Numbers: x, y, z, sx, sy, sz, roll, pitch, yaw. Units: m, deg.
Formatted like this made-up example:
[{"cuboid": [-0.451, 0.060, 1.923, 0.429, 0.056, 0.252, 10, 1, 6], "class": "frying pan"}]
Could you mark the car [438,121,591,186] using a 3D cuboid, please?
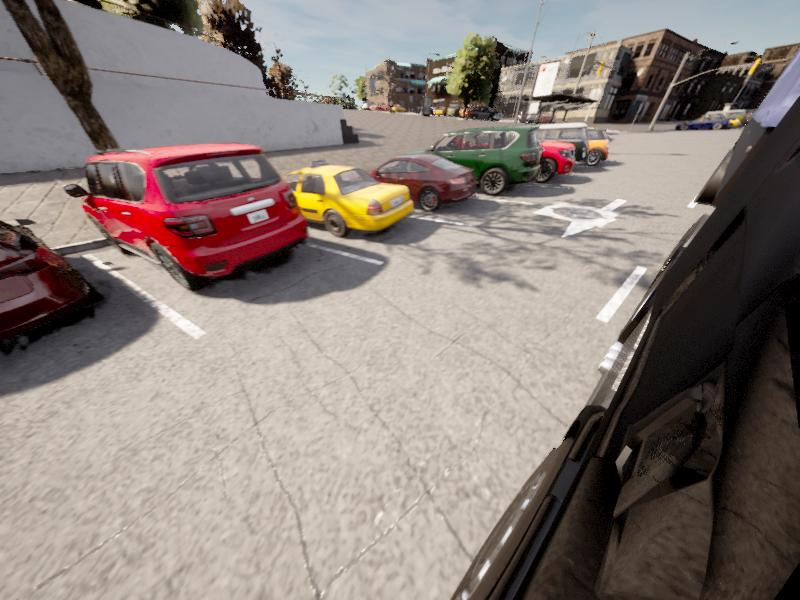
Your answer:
[{"cuboid": [4.872, -6.761, 10.623, 5.566, 2.045, 2.435, 18, 41, 26], "class": "car"}]

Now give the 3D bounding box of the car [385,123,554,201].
[{"cuboid": [2.483, -5.566, 9.177, 5.566, 2.045, 2.435, 18, 41, 26], "class": "car"}]

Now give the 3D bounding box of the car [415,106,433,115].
[{"cuboid": [5.306, -42.381, 51.747, 2.002, 1.452, 4.674, 23, 43, 22], "class": "car"}]

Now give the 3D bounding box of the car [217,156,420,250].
[{"cuboid": [-2.294, -2.991, 6.456, 5.366, 1.575, 1.946, 18, 41, 26], "class": "car"}]

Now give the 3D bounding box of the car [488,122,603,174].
[{"cuboid": [7.289, -7.917, 12.056, 4.442, 1.987, 1.878, 18, 41, 26], "class": "car"}]

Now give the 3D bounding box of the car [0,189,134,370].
[{"cuboid": [-6.798, -0.498, 3.462, 4.792, 1.488, 2.163, 18, 41, 26], "class": "car"}]

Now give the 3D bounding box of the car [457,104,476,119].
[{"cuboid": [12.879, -36.215, 44.514, 1.878, 1.987, 4.442, 23, 43, 21], "class": "car"}]

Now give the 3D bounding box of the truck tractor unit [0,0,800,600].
[{"cuboid": [2.645, -0.295, 0.352, 6.516, 4.208, 3.053, -28, 44, -30], "class": "truck tractor unit"}]

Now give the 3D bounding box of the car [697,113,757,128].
[{"cuboid": [50.255, -27.681, 35.670, 4.892, 1.521, 2.231, 22, 43, 30], "class": "car"}]

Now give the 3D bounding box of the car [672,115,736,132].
[{"cuboid": [40.124, -23.443, 30.732, 4.792, 1.488, 2.163, 21, 43, 29], "class": "car"}]

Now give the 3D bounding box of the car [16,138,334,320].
[{"cuboid": [-4.490, -1.936, 4.768, 5.566, 2.045, 2.435, 18, 41, 26], "class": "car"}]

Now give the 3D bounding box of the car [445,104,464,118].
[{"cuboid": [10.975, -37.794, 46.262, 1.878, 1.987, 4.442, 23, 43, 22], "class": "car"}]

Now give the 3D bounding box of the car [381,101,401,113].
[{"cuboid": [-2.351, -48.855, 58.470, 2.435, 2.045, 5.566, 23, 43, 21], "class": "car"}]

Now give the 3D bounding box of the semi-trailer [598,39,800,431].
[{"cuboid": [8.675, -3.621, 4.252, 14.254, 4.402, 2.717, -28, 44, -30], "class": "semi-trailer"}]

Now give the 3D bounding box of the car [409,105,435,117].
[{"cuboid": [4.333, -37.800, 46.170, 2.128, 1.511, 4.902, -26, 48, -30], "class": "car"}]

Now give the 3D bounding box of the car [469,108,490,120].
[{"cuboid": [14.814, -34.524, 42.990, 2.231, 1.521, 4.892, 23, 43, 22], "class": "car"}]

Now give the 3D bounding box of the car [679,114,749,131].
[{"cuboid": [42.841, -24.403, 31.767, 5.366, 1.575, 1.946, 21, 43, 30], "class": "car"}]

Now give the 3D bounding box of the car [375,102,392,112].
[{"cuboid": [-4.315, -50.330, 60.284, 2.185, 1.767, 4.553, 22, 42, 21], "class": "car"}]

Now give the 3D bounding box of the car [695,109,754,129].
[{"cuboid": [47.810, -26.760, 34.219, 4.442, 1.987, 1.878, 22, 43, 30], "class": "car"}]

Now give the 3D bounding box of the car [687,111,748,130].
[{"cuboid": [45.173, -25.653, 33.084, 4.553, 1.767, 2.185, 22, 43, 30], "class": "car"}]

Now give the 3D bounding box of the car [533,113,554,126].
[{"cuboid": [22.413, -28.195, 36.042, 2.002, 1.452, 4.674, 23, 43, 22], "class": "car"}]

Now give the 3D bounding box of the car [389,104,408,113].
[{"cuboid": [-0.331, -47.213, 57.046, 1.946, 1.575, 5.366, 22, 43, 21], "class": "car"}]

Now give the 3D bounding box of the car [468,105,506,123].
[{"cuboid": [12.764, -27.422, 34.110, 1.932, 1.855, 4.605, -27, 48, -31], "class": "car"}]

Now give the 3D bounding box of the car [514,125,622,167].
[{"cuboid": [9.574, -9.051, 13.596, 4.553, 1.767, 2.185, 18, 42, 26], "class": "car"}]

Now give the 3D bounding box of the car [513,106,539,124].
[{"cuboid": [20.537, -30.008, 37.618, 2.435, 2.045, 5.566, 23, 43, 22], "class": "car"}]

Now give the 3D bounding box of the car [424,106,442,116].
[{"cuboid": [7.222, -40.809, 50.007, 2.002, 1.452, 4.674, 23, 43, 21], "class": "car"}]

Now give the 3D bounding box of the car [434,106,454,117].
[{"cuboid": [9.216, -39.361, 48.358, 1.946, 1.575, 5.366, 23, 43, 22], "class": "car"}]

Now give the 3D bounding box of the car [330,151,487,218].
[{"cuboid": [0.194, -4.114, 7.868, 4.674, 1.452, 2.002, 18, 41, 26], "class": "car"}]
